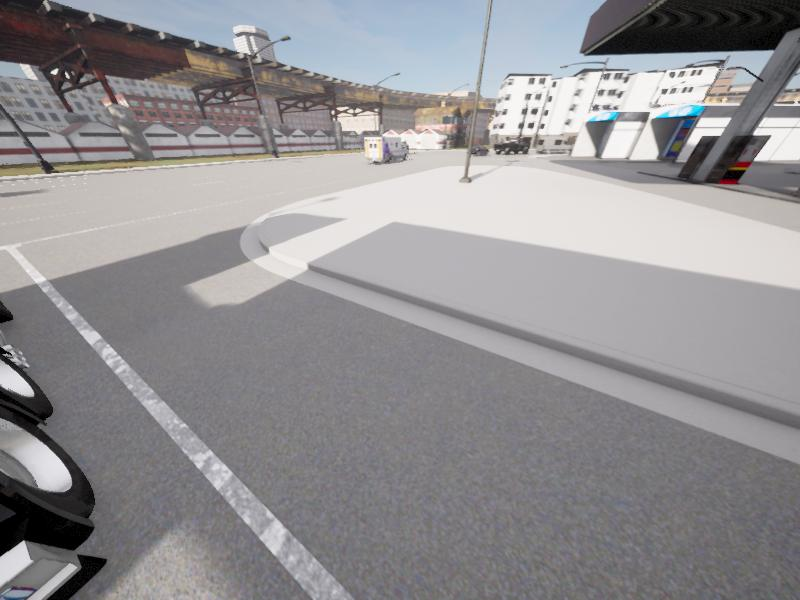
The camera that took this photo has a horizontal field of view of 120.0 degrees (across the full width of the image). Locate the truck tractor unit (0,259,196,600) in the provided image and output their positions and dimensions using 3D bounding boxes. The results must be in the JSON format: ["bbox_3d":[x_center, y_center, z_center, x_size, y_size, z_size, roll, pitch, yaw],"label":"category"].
[{"bbox_3d":[-5.103,-0.308,0.791,6.516,4.208,3.053,19,39,25],"label":"truck tractor unit"}]

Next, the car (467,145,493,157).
[{"bbox_3d":[12.418,-23.217,35.896,3.633,1.501,1.845,-24,41,-30],"label":"car"}]

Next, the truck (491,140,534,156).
[{"bbox_3d":[18.816,-25.526,38.666,6.274,2.098,2.390,-15,38,-20],"label":"truck"}]

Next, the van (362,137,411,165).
[{"bbox_3d":[-1.347,-17.346,26.786,2.351,2.431,6.366,19,39,25],"label":"van"}]

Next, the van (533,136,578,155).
[{"bbox_3d":[26.956,-26.882,40.165,5.915,2.561,1.988,-6,35,-8],"label":"van"}]

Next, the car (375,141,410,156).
[{"bbox_3d":[-1.275,-25.826,39.296,5.566,2.045,2.150,-19,39,-25],"label":"car"}]
